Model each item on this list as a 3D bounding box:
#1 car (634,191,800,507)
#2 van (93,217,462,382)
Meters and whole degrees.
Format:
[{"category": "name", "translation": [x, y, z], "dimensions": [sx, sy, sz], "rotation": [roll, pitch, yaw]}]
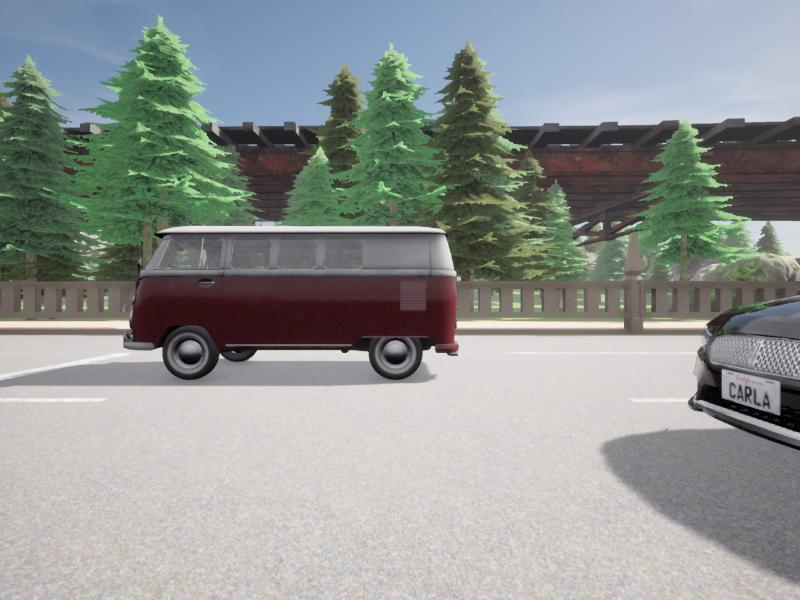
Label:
[{"category": "car", "translation": [4.363, 0.237, 2.200], "dimensions": [4.902, 1.511, 2.128], "rotation": [0, 0, 0]}, {"category": "van", "translation": [-1.470, -0.002, 5.700], "dimensions": [4.442, 1.987, 1.775], "rotation": [0, 0, 0]}]
